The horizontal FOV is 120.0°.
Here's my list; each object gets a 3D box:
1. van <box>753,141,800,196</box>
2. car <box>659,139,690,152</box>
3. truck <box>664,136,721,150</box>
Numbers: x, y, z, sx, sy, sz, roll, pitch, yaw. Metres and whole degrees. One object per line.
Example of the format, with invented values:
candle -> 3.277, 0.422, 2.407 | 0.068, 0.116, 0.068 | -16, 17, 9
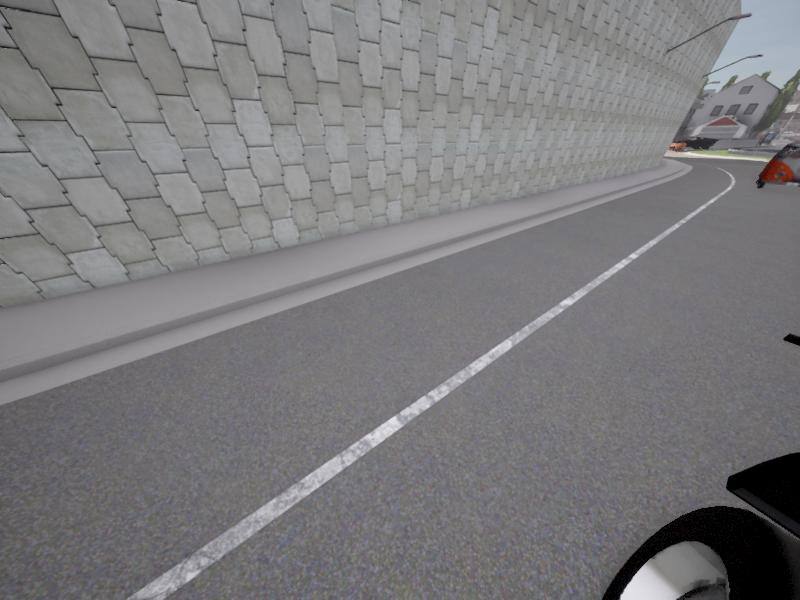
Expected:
van -> 19.509, -6.510, 11.263 | 4.442, 1.987, 1.775 | -25, 42, -31
car -> 46.795, -26.345, 39.343 | 4.553, 1.767, 2.097 | -23, 41, -29
truck -> 55.590, -29.899, 44.038 | 6.274, 2.098, 2.390 | 5, 36, 7
